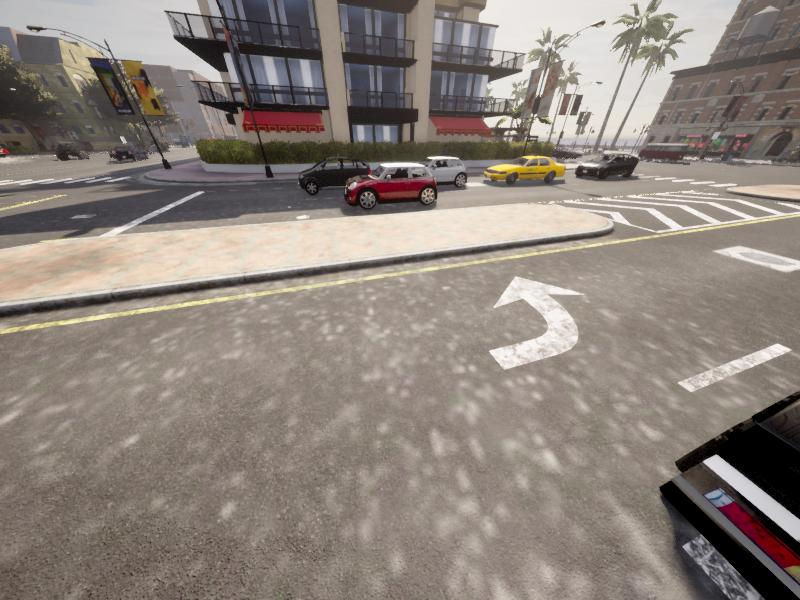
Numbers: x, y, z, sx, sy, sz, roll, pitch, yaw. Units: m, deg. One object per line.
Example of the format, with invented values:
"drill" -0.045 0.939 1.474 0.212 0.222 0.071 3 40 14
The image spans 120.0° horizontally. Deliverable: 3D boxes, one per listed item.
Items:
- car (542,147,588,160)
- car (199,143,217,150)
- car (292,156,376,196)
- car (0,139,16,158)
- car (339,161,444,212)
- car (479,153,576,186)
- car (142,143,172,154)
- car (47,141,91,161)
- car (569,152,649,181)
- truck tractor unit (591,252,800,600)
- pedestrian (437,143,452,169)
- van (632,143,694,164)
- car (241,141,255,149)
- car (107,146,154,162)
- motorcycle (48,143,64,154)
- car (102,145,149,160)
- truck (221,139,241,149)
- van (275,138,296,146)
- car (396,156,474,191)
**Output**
"car" 23.874 -21.484 33.809 2.033 1.411 5.357 -10 36 -14
"car" -46.109 -36.970 55.559 1.970 1.475 3.806 -10 36 -15
"car" -3.305 -6.441 11.868 3.705 1.549 1.789 -10 36 -14
"car" -56.751 -20.048 30.602 5.566 2.045 2.150 -9 36 -13
"car" -0.414 -4.821 9.630 3.806 1.475 1.970 -10 36 -14
"car" 8.068 -8.448 14.808 5.366 1.575 1.801 -10 36 -14
"car" -44.807 -28.076 42.744 1.812 1.442 4.674 -10 36 -15
"car" -40.152 -18.182 28.177 1.905 1.878 3.866 -26 42 -33
"car" 15.182 -9.818 16.874 4.514 1.525 2.007 -13 37 -18
"truck tractor unit" 5.283 -0.073 0.452 6.516 4.208 3.053 -10 36 -14
"pedestrian" 3.786 -12.291 19.744 0.751 1.860 0.751 -10 36 -14
"van" 32.873 -18.542 29.128 1.775 1.987 4.442 -10 36 -14
"car" -41.966 -42.802 63.742 2.033 1.649 4.856 -10 36 -15
"car" -31.358 -17.137 27.052 1.845 1.501 3.633 -10 36 -15
"motorcycle" -57.957 -25.514 38.886 2.356 1.277 0.764 28 53 34
"car" -36.556 -19.866 30.968 1.837 1.490 4.892 -10 36 -15
"truck" -44.802 -41.500 61.452 2.390 2.098 6.274 -10 36 -15
"van" -44.822 -61.927 90.502 6.366 2.431 2.351 -22 41 -29
"car" 1.880 -7.318 13.233 3.806 1.475 1.970 -10 36 -14
